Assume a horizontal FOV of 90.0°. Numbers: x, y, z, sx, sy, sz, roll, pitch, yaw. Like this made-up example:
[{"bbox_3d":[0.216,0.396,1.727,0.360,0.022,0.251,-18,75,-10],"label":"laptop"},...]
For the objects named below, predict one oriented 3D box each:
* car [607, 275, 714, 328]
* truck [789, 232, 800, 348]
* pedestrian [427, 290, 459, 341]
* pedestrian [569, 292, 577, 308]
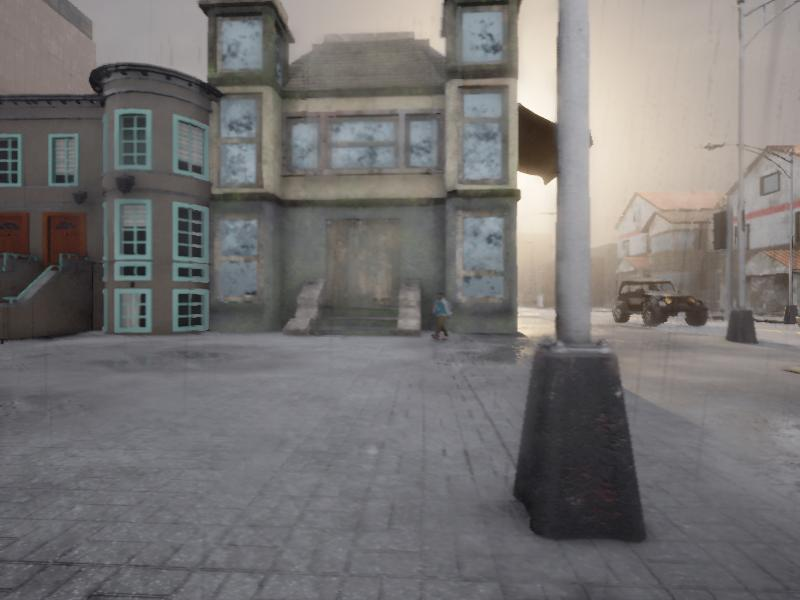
[{"bbox_3d":[10.236,0.068,16.117,1.905,1.878,3.866,0,0,3],"label":"car"},{"bbox_3d":[9.695,-0.228,6.093,2.627,2.467,5.204,0,0,3],"label":"truck"},{"bbox_3d":[0.971,0.338,9.064,0.500,1.100,0.500,0,0,-40],"label":"pedestrian"},{"bbox_3d":[20.651,-0.010,47.742,0.751,1.860,0.751,0,0,3],"label":"pedestrian"}]
